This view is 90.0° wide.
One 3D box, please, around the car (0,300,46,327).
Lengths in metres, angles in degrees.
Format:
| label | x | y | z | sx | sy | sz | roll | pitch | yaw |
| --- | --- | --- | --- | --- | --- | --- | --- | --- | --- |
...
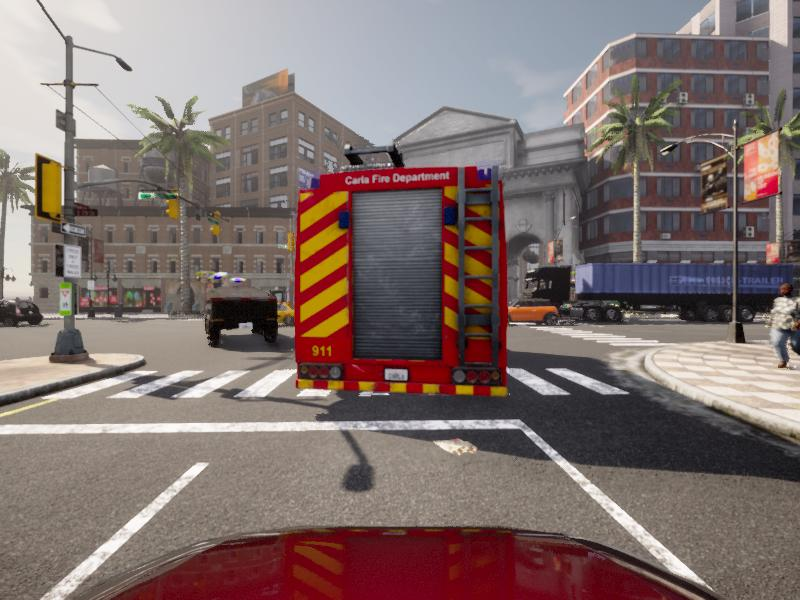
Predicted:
| label | x | y | z | sx | sy | sz | roll | pitch | yaw |
| --- | --- | --- | --- | --- | --- | --- | --- | --- | --- |
| car | -24.259 | 0.790 | 24.278 | 3.988 | 1.617 | 1.851 | 0 | 0 | 1 |

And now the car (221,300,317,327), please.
| label | x | y | z | sx | sy | sz | roll | pitch | yaw |
| --- | --- | --- | --- | --- | --- | --- | --- | --- | --- |
| car | -8.062 | 0.803 | 24.974 | 5.366 | 1.575 | 1.801 | 0 | 0 | -2 |

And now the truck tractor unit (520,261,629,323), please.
| label | x | y | z | sx | sy | sz | roll | pitch | yaw |
| --- | --- | --- | --- | --- | --- | --- | --- | --- | --- |
| truck tractor unit | 12.457 | -0.520 | 29.042 | 6.516 | 4.208 | 3.053 | 0 | 0 | -1 |

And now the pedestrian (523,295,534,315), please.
| label | x | y | z | sx | sy | sz | roll | pitch | yaw |
| --- | --- | --- | --- | --- | --- | --- | --- | --- | --- |
| pedestrian | 12.162 | 0.488 | 37.912 | 0.751 | 1.860 | 0.751 | 0 | 0 | -41 |

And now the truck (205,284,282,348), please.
| label | x | y | z | sx | sy | sz | roll | pitch | yaw |
| --- | --- | --- | --- | --- | --- | --- | --- | --- | --- |
| truck | -6.661 | 0.543 | 16.472 | 2.390 | 2.098 | 6.274 | 0 | 0 | -26 |

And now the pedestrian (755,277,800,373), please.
| label | x | y | z | sx | sy | sz | roll | pitch | yaw |
| --- | --- | --- | --- | --- | --- | --- | --- | --- | --- |
| pedestrian | 8.040 | 0.486 | 8.285 | 0.751 | 1.860 | 0.751 | 0 | 0 | -19 |

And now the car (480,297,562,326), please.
| label | x | y | z | sx | sy | sz | roll | pitch | yaw |
| --- | --- | --- | --- | --- | --- | --- | --- | --- | --- |
| car | 7.599 | 0.696 | 25.406 | 4.553 | 1.767 | 2.097 | 0 | 0 | -3 |

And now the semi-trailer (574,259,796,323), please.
| label | x | y | z | sx | sy | sz | roll | pitch | yaw |
| --- | --- | --- | --- | --- | --- | --- | --- | --- | --- |
| semi-trailer | 20.369 | -0.615 | 29.114 | 14.254 | 4.402 | 2.717 | 0 | 0 | 0 |

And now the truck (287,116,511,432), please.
| label | x | y | z | sx | sy | sz | roll | pitch | yaw |
| --- | --- | --- | --- | --- | --- | --- | --- | --- | --- |
| truck | 0.638 | -0.319 | 9.251 | 2.891 | 3.827 | 8.468 | 0 | 0 | 10 |
